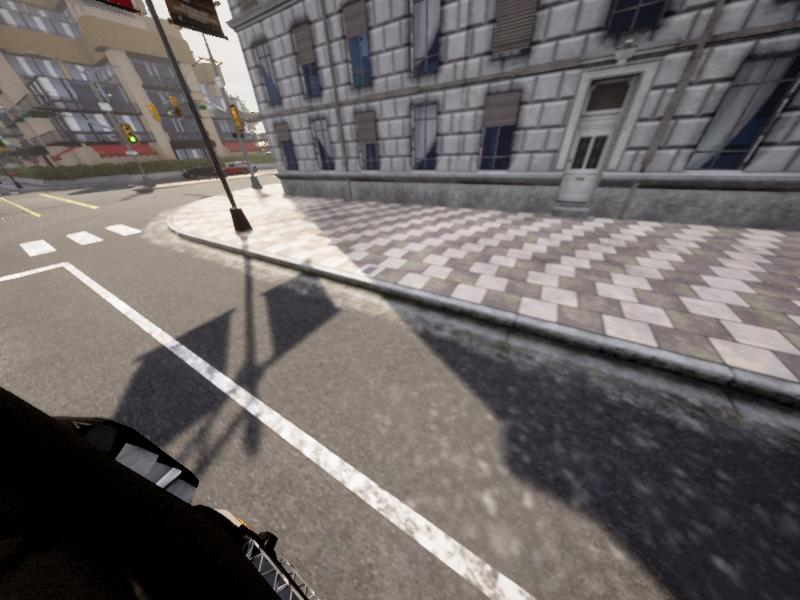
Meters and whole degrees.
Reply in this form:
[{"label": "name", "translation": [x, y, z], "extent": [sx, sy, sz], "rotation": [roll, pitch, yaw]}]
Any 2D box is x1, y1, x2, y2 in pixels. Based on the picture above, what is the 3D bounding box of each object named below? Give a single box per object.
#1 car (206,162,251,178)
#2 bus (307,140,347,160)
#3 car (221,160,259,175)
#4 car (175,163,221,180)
[{"label": "car", "translation": [-21.561, -16.459, 29.148], "extent": [1.970, 1.475, 3.806], "rotation": [16, 38, 26]}, {"label": "bus", "translation": [-20.609, -42.203, 65.298], "extent": [10.273, 4.253, 3.944], "rotation": [16, 38, 27]}, {"label": "car", "translation": [-22.822, -19.059, 33.164], "extent": [1.970, 1.475, 3.806], "rotation": [16, 38, 26]}, {"label": "car", "translation": [-25.556, -16.391, 29.302], "extent": [1.789, 1.549, 3.705], "rotation": [16, 38, 26]}]
